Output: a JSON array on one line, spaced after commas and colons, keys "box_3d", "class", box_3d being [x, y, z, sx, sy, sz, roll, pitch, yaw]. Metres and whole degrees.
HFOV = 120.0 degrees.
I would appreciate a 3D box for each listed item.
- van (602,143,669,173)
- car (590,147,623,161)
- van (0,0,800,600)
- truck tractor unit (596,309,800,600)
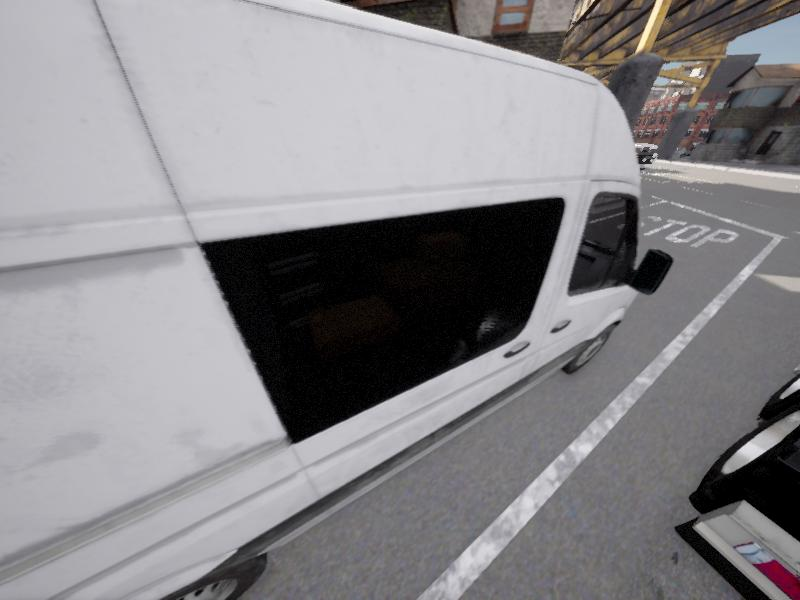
[{"box_3d": [21.211, -13.093, 21.182, 2.069, 2.038, 4.480, 9, 36, 12], "class": "van"}, {"box_3d": [28.045, -19.954, 31.529, 1.845, 1.501, 3.633, 9, 36, 12], "class": "car"}, {"box_3d": [-0.013, -0.148, 1.987, 5.915, 2.561, 1.988, -17, 39, -23], "class": "van"}, {"box_3d": [5.180, -0.225, 0.679, 6.516, 4.208, 3.053, -15, 37, -21], "class": "truck tractor unit"}]
